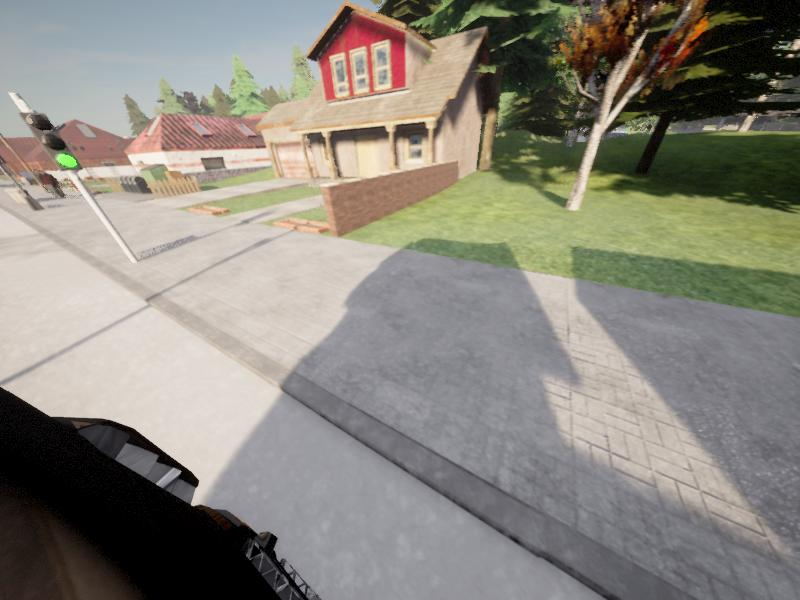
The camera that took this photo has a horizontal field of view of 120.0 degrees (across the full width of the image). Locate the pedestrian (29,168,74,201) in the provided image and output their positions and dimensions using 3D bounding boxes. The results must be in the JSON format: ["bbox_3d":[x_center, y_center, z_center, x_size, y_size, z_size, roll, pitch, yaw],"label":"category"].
[{"bbox_3d":[-23.014,-7.666,15.288,0.751,1.860,0.751,16,38,26],"label":"pedestrian"}]

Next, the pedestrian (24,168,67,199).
[{"bbox_3d":[-24.690,-8.142,16.127,0.751,1.860,0.751,15,37,25],"label":"pedestrian"}]
